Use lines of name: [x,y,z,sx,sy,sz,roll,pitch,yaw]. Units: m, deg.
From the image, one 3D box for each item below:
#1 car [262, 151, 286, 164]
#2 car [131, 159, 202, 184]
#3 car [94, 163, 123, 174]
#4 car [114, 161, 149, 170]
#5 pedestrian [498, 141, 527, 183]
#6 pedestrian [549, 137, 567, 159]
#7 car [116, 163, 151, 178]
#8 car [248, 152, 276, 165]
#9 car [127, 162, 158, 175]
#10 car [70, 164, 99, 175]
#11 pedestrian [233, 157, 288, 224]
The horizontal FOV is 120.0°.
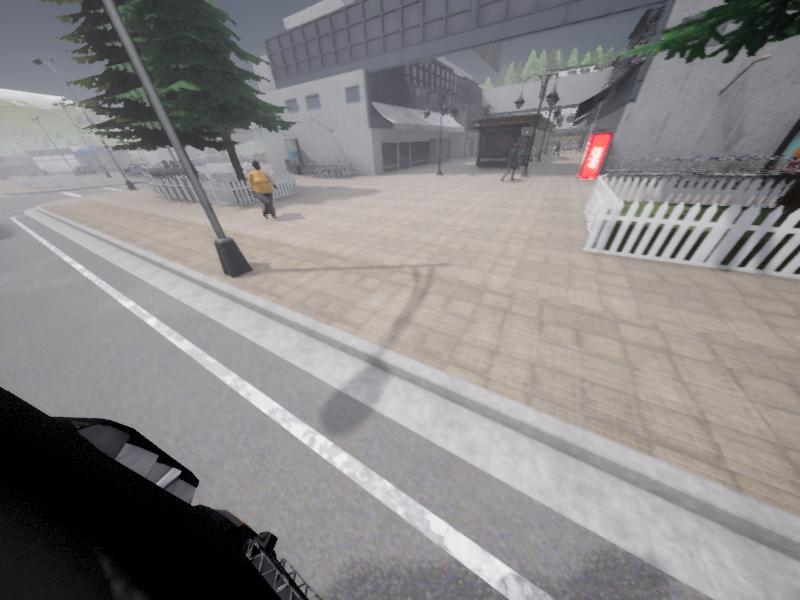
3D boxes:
car: [-25.052,-28.410,46.075,3.866,1.878,1.905,16,38,26]
car: [-24.257,-13.534,24.253,1.932,1.855,4.605,16,38,26]
car: [-56.580,-25.606,44.829,5.027,1.636,2.152,16,38,26]
car: [-66.782,-33.463,57.501,1.930,1.638,5.238,17,39,27]
pedestrian: [5.957,-7.332,12.302,0.751,1.860,0.751,-12,35,-13]
pedestrian: [16.244,-15.670,23.818,0.751,1.860,0.751,-7,34,-6]
car: [-35.771,-17.396,31.050,3.633,1.501,1.845,16,38,26]
car: [-26.180,-26.842,43.865,4.605,1.855,1.932,16,38,26]
car: [-40.622,-20.753,36.448,3.806,1.475,1.970,16,38,26]
car: [-58.136,-24.023,42.611,4.514,1.523,2.007,16,38,26]
pedestrian: [-4.520,-3.592,7.616,0.751,1.860,0.751,20,40,30]
